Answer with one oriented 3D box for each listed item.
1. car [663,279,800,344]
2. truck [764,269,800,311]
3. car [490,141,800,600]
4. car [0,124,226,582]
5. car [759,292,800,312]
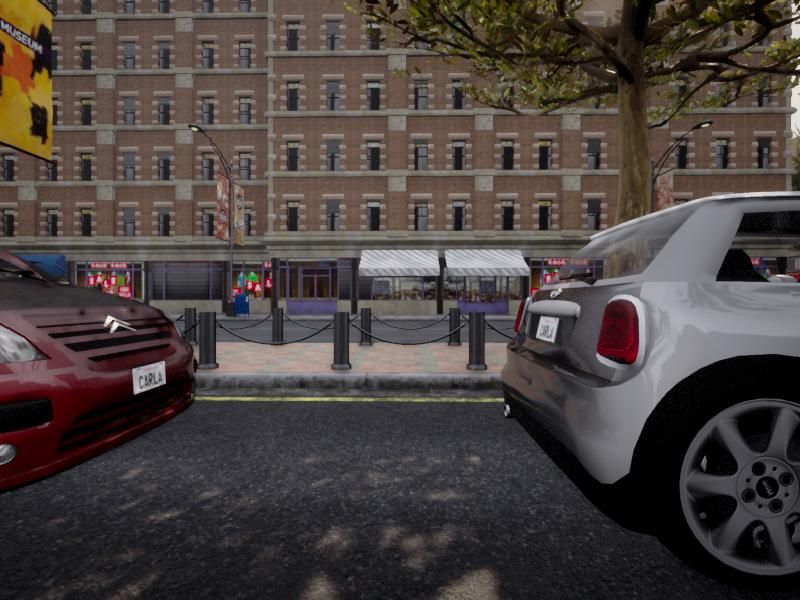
[{"bbox_3d":[9.166,0.253,10.035,3.806,1.475,1.970,0,0,1],"label":"car"},{"bbox_3d":[38.063,-0.920,36.045,2.891,3.827,8.468,0,0,1],"label":"truck"},{"bbox_3d":[2.600,0.253,2.173,3.806,1.475,1.970,0,0,1],"label":"car"},{"bbox_3d":[-3.390,0.188,2.287,3.988,1.617,1.851,0,0,1],"label":"car"},{"bbox_3d":[34.548,0.171,34.748,1.930,1.638,5.238,0,0,0],"label":"car"}]
